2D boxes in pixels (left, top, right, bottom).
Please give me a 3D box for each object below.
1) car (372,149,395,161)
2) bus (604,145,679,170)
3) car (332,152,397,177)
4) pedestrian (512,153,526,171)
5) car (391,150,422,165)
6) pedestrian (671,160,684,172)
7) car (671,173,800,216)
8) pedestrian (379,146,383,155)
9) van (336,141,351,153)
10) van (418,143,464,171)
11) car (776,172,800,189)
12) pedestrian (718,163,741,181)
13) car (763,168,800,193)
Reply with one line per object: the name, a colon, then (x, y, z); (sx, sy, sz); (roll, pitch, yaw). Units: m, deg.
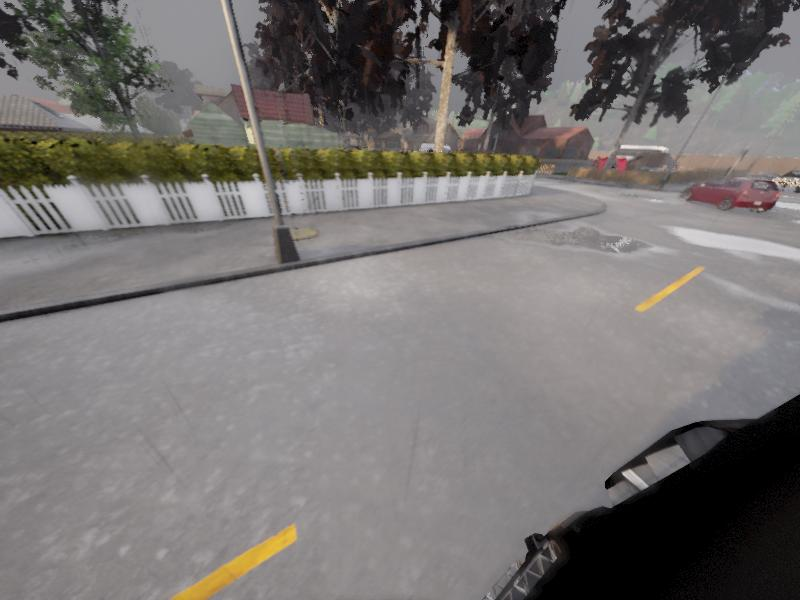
car: (-2.887, -24.760, 39.365); (1.801, 1.575, 5.366); (-16, 38, -26)
bus: (54.640, -32.640, 52.883); (3.944, 4.253, 10.273); (-16, 38, -26)
car: (-2.581, -10.069, 17.106); (4.181, 1.381, 1.994); (-16, 38, -26)
pedestrian: (15.041, -17.428, 29.190); (0.751, 1.860, 0.751); (-16, 38, -26)
car: (0.899, -21.017, 33.994); (2.152, 1.651, 5.027); (-16, 38, -26)
pedestrian: (54.151, -26.180, 45.108); (0.751, 1.860, 0.751); (-16, 38, -25)
car: (17.783, -5.870, 12.610); (1.845, 1.501, 3.633); (8, 34, 8)
pedestrian: (-4.667, -37.138, 57.287); (0.751, 1.860, 0.751); (-9, 35, -16)
van: (-15.560, -42.244, 63.731); (1.988, 2.561, 5.915); (-16, 38, -26)
van: (4.741, -17.581, 28.309); (1.988, 2.561, 5.915); (-16, 38, -26)
car: (44.667, -13.371, 25.807); (4.892, 1.490, 1.837); (-16, 38, -26)
pedestrian: (40.819, -15.813, 28.627); (0.751, 1.860, 0.751); (-16, 38, -25)
car: (37.852, -11.568, 22.271); (4.605, 1.855, 1.932); (-16, 38, -26)
